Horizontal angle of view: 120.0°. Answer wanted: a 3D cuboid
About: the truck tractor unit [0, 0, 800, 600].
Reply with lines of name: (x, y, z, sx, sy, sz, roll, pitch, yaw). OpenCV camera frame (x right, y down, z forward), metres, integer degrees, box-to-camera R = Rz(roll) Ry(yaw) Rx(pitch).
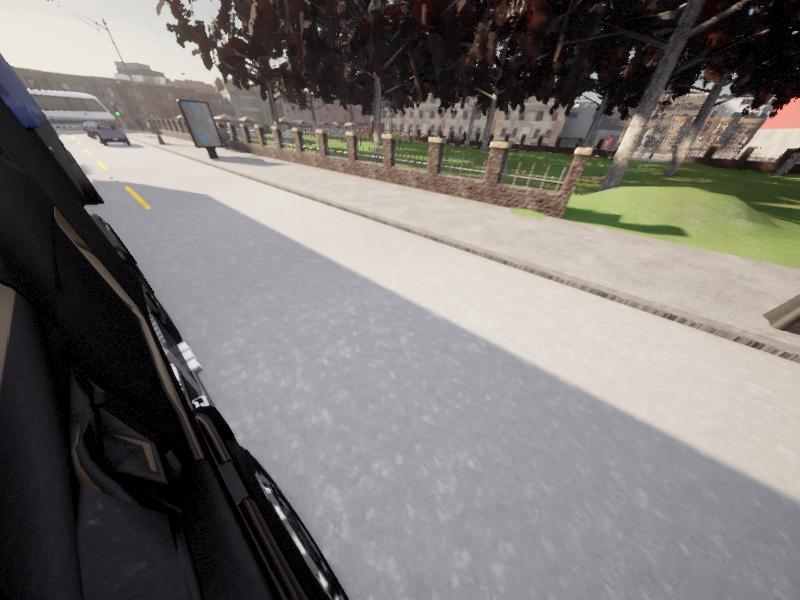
truck tractor unit: (-2.645, -0.295, 0.351, 6.516, 4.208, 3.053, 28, 44, 30)

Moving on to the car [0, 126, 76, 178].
car: (-16.904, -6.793, 10.399, 4.514, 1.525, 2.007, 28, 44, 30)

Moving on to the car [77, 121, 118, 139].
car: (-32.575, -18.299, 24.853, 4.674, 1.442, 1.812, 27, 43, 30)

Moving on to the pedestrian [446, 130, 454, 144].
pedestrian: (8.829, -28.683, 40.642, 0.751, 1.860, 0.751, -29, 47, -35)

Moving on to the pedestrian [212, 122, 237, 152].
pedestrian: (-13.429, -12.524, 17.756, 0.751, 1.860, 0.751, 28, 44, 30)

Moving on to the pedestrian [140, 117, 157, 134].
pedestrian: (-33.959, -23.584, 31.237, 0.751, 1.860, 0.751, 29, 44, 31)

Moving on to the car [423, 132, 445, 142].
car: (6.848, -32.697, 46.405, 3.806, 1.475, 1.970, 28, 44, 30)

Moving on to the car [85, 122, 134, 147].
car: (-24.809, -14.160, 19.737, 3.633, 1.501, 1.845, 28, 44, 30)

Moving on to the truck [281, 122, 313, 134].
truck: (-24.768, -41.469, 55.817, 2.390, 2.098, 6.274, 28, 44, 30)

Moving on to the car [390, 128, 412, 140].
car: (0.167, -36.449, 50.667, 4.605, 1.855, 1.932, 28, 44, 30)

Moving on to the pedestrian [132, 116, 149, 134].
pedestrian: (-35.645, -24.014, 31.708, 0.751, 1.860, 0.751, 29, 44, 31)

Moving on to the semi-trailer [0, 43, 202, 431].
semi-trailer: (-8.694, -3.605, 4.236, 14.254, 4.402, 2.717, 28, 44, 30)

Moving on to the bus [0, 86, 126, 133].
bus: (-45.018, -24.835, 30.474, 3.944, 4.253, 10.273, 28, 44, 30)

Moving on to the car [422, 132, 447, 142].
car: (7.519, -35.494, 50.145, 4.902, 1.511, 2.128, 28, 44, 30)

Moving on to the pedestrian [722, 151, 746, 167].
pedestrian: (34.160, -14.438, 23.658, 0.751, 1.300, 0.751, 28, 44, 30)
